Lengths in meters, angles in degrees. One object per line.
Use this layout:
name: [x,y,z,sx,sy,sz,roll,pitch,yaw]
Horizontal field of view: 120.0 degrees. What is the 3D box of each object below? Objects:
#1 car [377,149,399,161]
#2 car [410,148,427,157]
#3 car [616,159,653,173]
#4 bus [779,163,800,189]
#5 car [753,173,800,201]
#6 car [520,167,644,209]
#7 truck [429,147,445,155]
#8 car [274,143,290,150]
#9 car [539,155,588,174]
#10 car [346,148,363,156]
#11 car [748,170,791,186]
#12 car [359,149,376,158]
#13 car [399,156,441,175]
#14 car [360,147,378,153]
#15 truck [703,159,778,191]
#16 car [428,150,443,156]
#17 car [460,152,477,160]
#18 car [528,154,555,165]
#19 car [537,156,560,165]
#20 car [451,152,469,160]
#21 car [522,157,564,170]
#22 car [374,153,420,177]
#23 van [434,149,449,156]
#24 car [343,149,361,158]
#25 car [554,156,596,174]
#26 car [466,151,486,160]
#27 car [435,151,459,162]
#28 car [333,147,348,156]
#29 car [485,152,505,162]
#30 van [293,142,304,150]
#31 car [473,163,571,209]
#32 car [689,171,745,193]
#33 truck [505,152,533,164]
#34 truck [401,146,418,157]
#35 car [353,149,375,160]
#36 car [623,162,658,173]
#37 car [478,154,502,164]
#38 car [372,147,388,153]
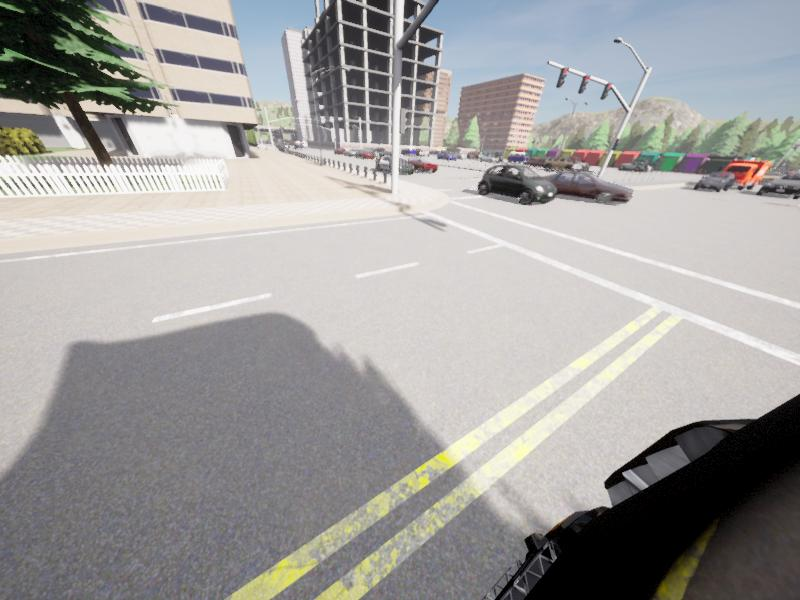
car: [-2.277,-26.050,41.559,1.882,1.535,5.008,-16,38,-26]
car: [4.717,-38.205,59.782,1.932,1.855,4.605,-16,38,-26]
car: [41.177,-23.659,40.666,1.905,1.878,3.866,-16,38,-26]
bus: [51.216,-15.555,27.367,10.273,4.253,3.944,-15,37,-25]
car: [32.372,-9.535,19.262,5.027,1.651,2.152,-16,38,-26]
car: [10.422,-6.778,13.661,5.357,1.411,2.033,30,42,35]
truck: [14.380,-57.700,89.482,5.204,2.467,2.627,-16,38,-26]
car: [-34.471,-45.139,67.778,2.038,1.542,4.974,3,33,0]
car: [21.670,-18.131,30.869,1.932,1.855,4.605,-16,38,-26]
car: [-10.465,-34.092,53.166,2.033,1.411,5.357,-16,38,-26]
car: [48.299,-15.964,30.176,5.366,1.575,1.801,-15,37,-25]
car: [-6.827,-30.507,48.003,1.812,1.442,4.674,-16,38,-26]
car: [1.971,-14.021,24.004,1.895,1.301,4.718,-16,38,-26]
car: [-10.344,-50.148,77.135,5.357,1.411,2.033,-16,38,-26]
truck: [34.085,-12.553,23.162,5.204,2.467,2.627,-15,38,-25]
car: [12.705,-52.303,82.168,4.902,1.511,2.128,-16,38,-26]
car: [17.804,-37.630,60.288,1.784,1.438,3.905,-16,38,-26]
car: [32.426,-32.367,53.098,1.932,1.855,4.605,-16,38,-26]
car: [34.957,-32.873,54.430,1.784,1.438,3.905,-16,38,-26]
car: [15.296,-36.892,59.045,1.970,1.475,3.806,-16,38,-26]
car: [23.334,-22.490,37.979,2.033,1.415,5.357,-16,38,-26]
car: [-0.476,-12.685,21.597,2.038,1.542,4.974,-16,38,-26]
van: [14.245,-50.746,79.408,4.480,2.038,2.069,-16,38,-26]
car: [-9.703,-29.434,46.306,1.895,1.301,4.718,-16,38,-26]
car: [24.203,-18.813,32.093,1.905,1.878,3.866,-16,38,-26]
car: [20.111,-38.490,61.376,1.932,1.855,4.605,-16,38,-26]
car: [9.752,-29.840,47.888,2.242,1.667,4.611,-16,38,-26]
car: [-13.201,-32.953,51.201,1.812,1.442,4.674,-16,38,-26]
car: [22.151,-33.485,54.007,1.905,1.878,3.866,-16,38,-26]
van: [-30.726,-46.700,70.018,2.069,2.038,4.480,-16,38,-26]
car: [6.186,-6.223,12.312,1.851,1.617,3.988,-17,38,-27]
car: [28.131,-10.541,20.537,3.633,1.501,1.845,-15,38,-25]
truck: [25.342,-30.396,49.426,2.069,2.038,4.478,-16,38,-26]
truck: [2.249,-37.537,58.419,2.069,2.038,4.478,-16,38,-26]
car: [-6.506,-26.349,41.740,2.163,1.488,4.792,-16,38,-26]
car: [43.679,-24.167,42.052,1.970,1.475,3.806,-16,38,-26]
car: [17.829,-27.964,45.808,1.970,1.475,3.806,-16,38,-26]
car: [-6.633,-49.087,75.573,4.892,1.490,1.837,-16,38,-26]
